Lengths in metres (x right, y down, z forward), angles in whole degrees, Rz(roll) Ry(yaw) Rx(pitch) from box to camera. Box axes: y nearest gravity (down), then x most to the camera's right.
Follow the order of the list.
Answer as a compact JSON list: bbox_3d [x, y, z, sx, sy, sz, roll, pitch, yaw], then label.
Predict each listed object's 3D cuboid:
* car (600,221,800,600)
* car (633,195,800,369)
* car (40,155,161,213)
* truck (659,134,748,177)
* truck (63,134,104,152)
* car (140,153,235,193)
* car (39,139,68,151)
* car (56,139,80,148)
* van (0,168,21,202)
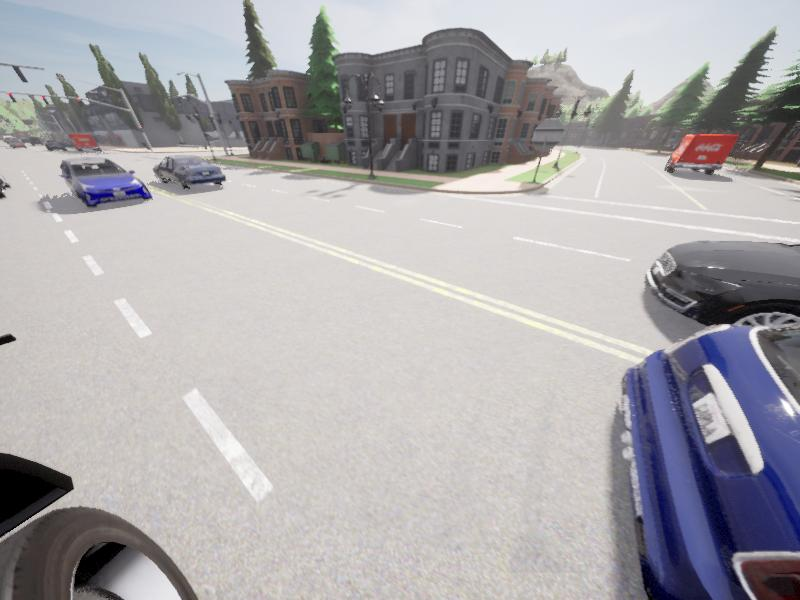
[{"bbox_3d":[3.568,1.409,0.383,4.553,1.767,2.097,22,41,28],"label":"car"},{"bbox_3d":[6.176,0.131,2.477,4.892,1.490,1.837,22,41,28],"label":"car"},{"bbox_3d":[-12.367,-4.976,9.553,4.514,1.525,2.007,22,41,28],"label":"car"},{"bbox_3d":[23.171,-11.434,18.105,2.627,2.467,5.204,24,41,30],"label":"truck"},{"bbox_3d":[-53.311,-26.478,38.932,5.204,2.467,2.627,22,41,28],"label":"truck"},{"bbox_3d":[-11.755,-7.137,12.740,5.357,1.411,2.033,22,41,28],"label":"car"},{"bbox_3d":[-61.737,-27.605,41.185,4.856,1.649,2.033,22,41,28],"label":"car"},{"bbox_3d":[-76.050,-35.853,52.877,4.611,1.667,2.242,22,41,28],"label":"car"},{"bbox_3d":[-19.410,-5.752,9.818,6.366,2.431,2.351,22,41,28],"label":"van"}]
